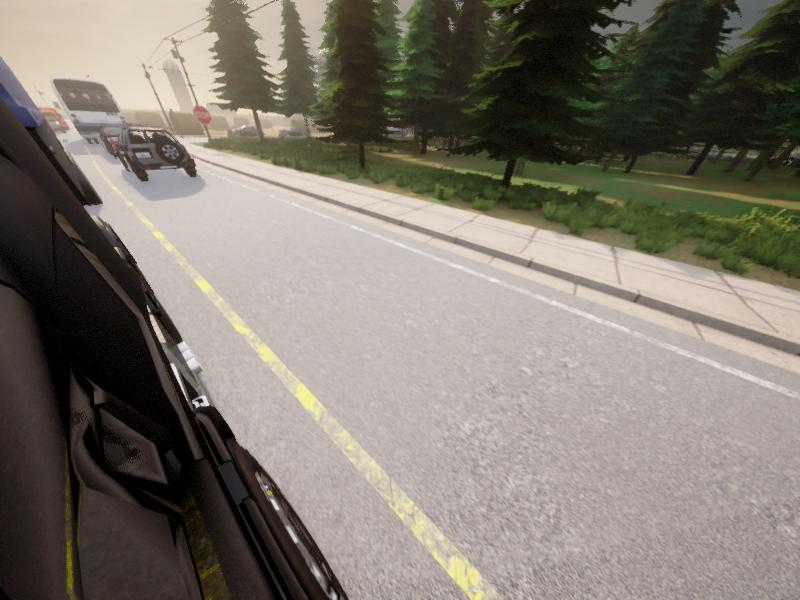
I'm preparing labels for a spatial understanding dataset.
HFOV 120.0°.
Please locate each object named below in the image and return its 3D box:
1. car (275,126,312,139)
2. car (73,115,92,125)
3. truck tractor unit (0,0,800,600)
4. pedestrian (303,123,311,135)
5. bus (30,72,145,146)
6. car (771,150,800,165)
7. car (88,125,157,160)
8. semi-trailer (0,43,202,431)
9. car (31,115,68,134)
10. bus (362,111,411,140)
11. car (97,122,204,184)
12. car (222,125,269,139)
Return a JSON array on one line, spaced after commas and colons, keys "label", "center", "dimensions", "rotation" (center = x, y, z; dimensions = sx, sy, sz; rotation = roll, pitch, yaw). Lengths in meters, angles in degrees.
[{"label": "car", "center": [-17.216, -27.155, 37.499], "dimensions": [2.128, 1.511, 4.902], "rotation": [27, 43, 29]}, {"label": "car", "center": [-69.332, -39.310, 50.412], "dimensions": [5.366, 1.575, 1.801], "rotation": [29, 44, 31]}, {"label": "truck tractor unit", "center": [-2.645, -0.295, 0.351], "dimensions": [6.516, 4.208, 3.053], "rotation": [28, 44, 30]}, {"label": "pedestrian", "center": [-17.715, -32.549, 44.044], "dimensions": [0.751, 1.860, 0.751], "rotation": [-22, 43, -29]}, {"label": "bus", "center": [-28.173, -17.055, 21.080], "dimensions": [10.273, 4.253, 3.944], "rotation": [30, 44, 31]}, {"label": "car", "center": [54.282, -18.821, 30.719], "dimensions": [4.902, 1.511, 2.128], "rotation": [28, 44, 30]}, {"label": "car", "center": [-17.828, -10.210, 14.851], "dimensions": [4.514, 1.525, 2.007], "rotation": [29, 44, 31]}, {"label": "semi-trailer", "center": [-8.709, -3.599, 4.216], "dimensions": [14.254, 4.402, 2.717], "rotation": [28, 44, 30]}, {"label": "car", "center": [-42.551, -21.377, 28.134], "dimensions": [3.988, 1.617, 1.851], "rotation": [29, 44, 31]}, {"label": "bus", "center": [-2.547, -35.475, 47.177], "dimensions": [3.944, 4.253, 10.273], "rotation": [27, 43, 29]}, {"label": "car", "center": [-10.771, -6.448, 9.973], "dimensions": [4.605, 1.855, 1.932], "rotation": [27, 43, 31]}, {"label": "car", "center": [-21.828, -23.854, 32.827], "dimensions": [2.128, 1.511, 4.902], "rotation": [27, 43, 29]}]
